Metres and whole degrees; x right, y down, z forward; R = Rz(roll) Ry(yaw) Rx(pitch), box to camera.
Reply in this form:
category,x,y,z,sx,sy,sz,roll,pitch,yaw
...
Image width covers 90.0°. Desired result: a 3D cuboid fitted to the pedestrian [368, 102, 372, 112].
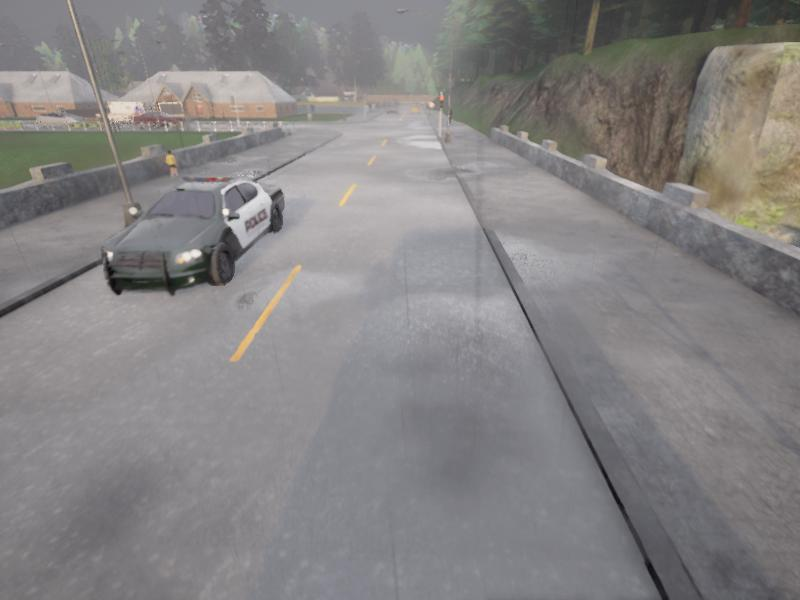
category,x,y,z,sx,sy,sz,roll,pitch,yaw
pedestrian,-6.003,-38.988,80.703,0.751,1.860,0.751,-3,27,-6

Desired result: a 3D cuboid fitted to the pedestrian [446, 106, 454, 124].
category,x,y,z,sx,sy,sz,roll,pitch,yaw
pedestrian,5.711,-21.150,45.796,0.751,1.860,0.751,2,27,3

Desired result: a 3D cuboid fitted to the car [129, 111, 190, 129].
category,x,y,z,sx,sy,sz,roll,pitch,yaw
car,-25.064,-18.833,41.816,5.008,1.535,1.882,1,27,2

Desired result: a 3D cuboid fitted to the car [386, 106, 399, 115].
category,x,y,z,sx,sy,sz,roll,pitch,yaw
car,-1.337,-34.424,72.601,1.994,1.385,4.181,1,27,2

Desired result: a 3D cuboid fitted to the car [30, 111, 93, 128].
category,x,y,z,sx,sy,sz,roll,pitch,yaw
car,-35.566,-19.002,42.132,4.514,1.525,2.007,1,27,2

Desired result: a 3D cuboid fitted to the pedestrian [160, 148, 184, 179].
category,x,y,z,sx,sy,sz,roll,pitch,yaw
pedestrian,-8.885,-5.330,15.608,0.500,1.100,0.500,-7,28,-14

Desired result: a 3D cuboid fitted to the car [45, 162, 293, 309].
category,x,y,z,sx,sy,sz,roll,pitch,yaw
car,-4.022,-1.696,8.315,2.038,1.542,4.974,1,27,2

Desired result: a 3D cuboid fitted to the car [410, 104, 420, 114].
category,x,y,z,sx,sy,sz,roll,pitch,yaw
car,2.882,-37.110,77.639,1.801,1.575,5.366,1,27,2

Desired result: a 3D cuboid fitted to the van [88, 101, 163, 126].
category,x,y,z,sx,sy,sz,roll,pitch,yaw
van,-31.025,-21.149,45.356,6.366,2.431,2.351,1,27,2
